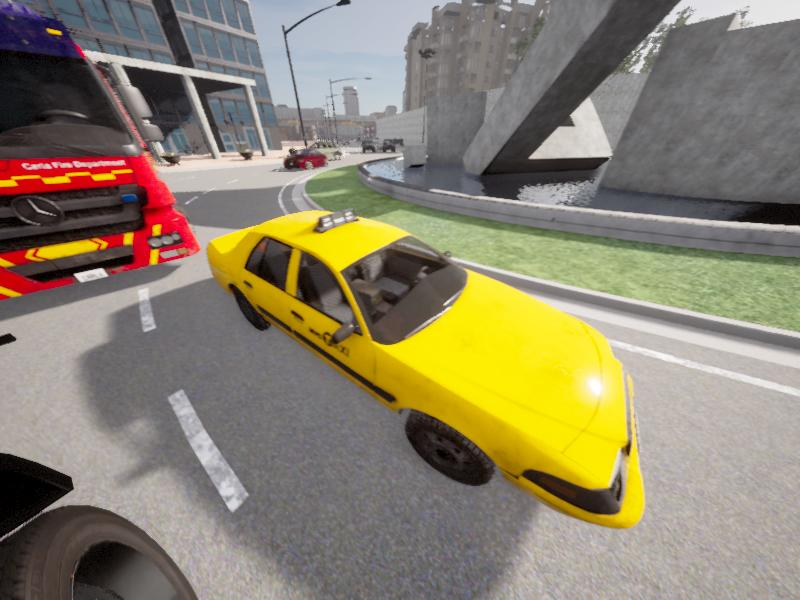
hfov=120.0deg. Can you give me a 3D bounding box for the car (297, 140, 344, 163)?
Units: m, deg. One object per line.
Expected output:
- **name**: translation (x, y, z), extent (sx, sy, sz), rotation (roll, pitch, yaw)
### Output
- **car**: translation (-8.421, -16.120, 24.987), extent (1.932, 1.855, 4.605), rotation (18, 39, 23)

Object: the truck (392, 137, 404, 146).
- **truck**: translation (-0.646, -45.592, 66.456), extent (2.390, 2.098, 6.274), rotation (-5, 36, -8)

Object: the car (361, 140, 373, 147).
- **car**: translation (-8.724, -40.915, 60.421), extent (2.033, 1.411, 5.357), rotation (-10, 37, -14)

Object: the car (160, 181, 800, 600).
- **car**: translation (-0.455, -0.191, 2.790), extent (5.366, 1.575, 1.801), rotation (23, 41, 29)

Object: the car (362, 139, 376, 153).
- **car**: translation (-5.146, -25.453, 38.174), extent (1.905, 1.878, 3.866), rotation (-6, 36, -9)

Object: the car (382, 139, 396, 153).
- **car**: translation (-1.934, -26.508, 39.679), extent (1.905, 1.878, 3.866), rotation (-6, 36, -9)

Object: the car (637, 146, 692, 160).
- **car**: translation (33.528, -18.717, 29.373), extent (4.718, 1.301, 1.895), rotation (-4, 36, -7)

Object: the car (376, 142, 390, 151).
- **car**: translation (-3.308, -30.036, 45.171), extent (1.895, 1.301, 4.718), rotation (-8, 36, -11)

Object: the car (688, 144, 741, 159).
- **car**: translation (42.192, -19.999, 31.023), extent (4.974, 1.542, 2.038), rotation (-10, 36, -13)

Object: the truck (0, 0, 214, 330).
- **truck**: translation (-7.682, -3.391, 5.332), extent (2.891, 3.827, 8.468), rotation (-28, 44, -33)

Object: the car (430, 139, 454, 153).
- **car**: translation (7.371, -27.285, 40.824), extent (1.905, 1.878, 3.866), rotation (-18, 39, -24)

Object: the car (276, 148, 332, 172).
- **car**: translation (-7.701, -11.598, 19.046), extent (1.994, 1.385, 4.181), rotation (10, 36, 13)
